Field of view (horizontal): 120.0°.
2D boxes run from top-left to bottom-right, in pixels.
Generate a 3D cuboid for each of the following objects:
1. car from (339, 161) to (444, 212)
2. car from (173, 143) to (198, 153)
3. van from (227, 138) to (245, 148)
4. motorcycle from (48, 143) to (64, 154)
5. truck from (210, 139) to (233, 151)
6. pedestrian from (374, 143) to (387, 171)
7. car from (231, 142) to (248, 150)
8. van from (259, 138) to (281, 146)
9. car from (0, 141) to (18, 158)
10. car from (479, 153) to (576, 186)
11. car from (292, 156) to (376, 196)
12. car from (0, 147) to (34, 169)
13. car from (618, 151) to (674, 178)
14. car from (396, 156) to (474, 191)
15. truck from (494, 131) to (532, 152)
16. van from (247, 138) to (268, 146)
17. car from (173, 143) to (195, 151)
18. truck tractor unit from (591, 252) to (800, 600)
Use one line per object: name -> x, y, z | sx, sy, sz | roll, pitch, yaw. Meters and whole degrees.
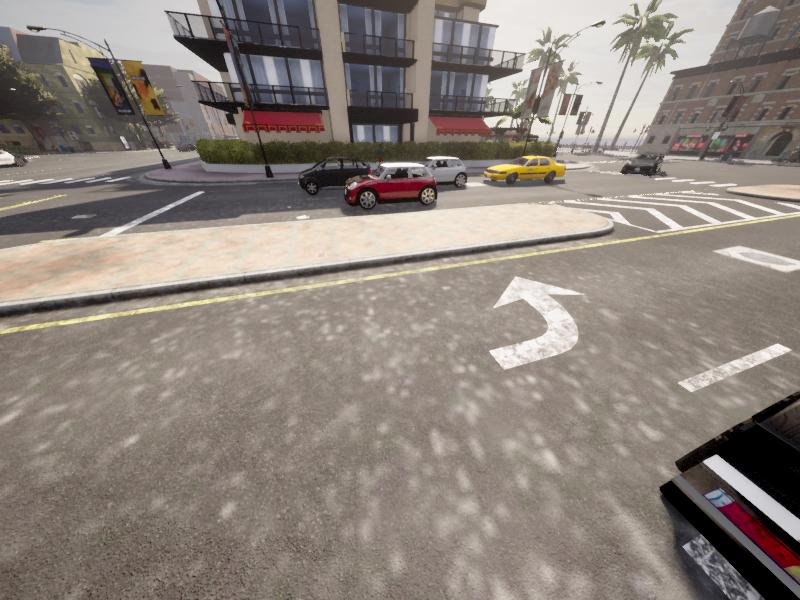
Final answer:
car -> -0.414, -4.821, 9.629 | 3.806, 1.475, 1.970 | -10, 36, -14
car -> -42.304, -30.189, 45.746 | 1.837, 1.490, 4.892 | -10, 36, -15
van -> -46.445, -44.593, 65.590 | 2.351, 2.431, 6.366 | -10, 36, -15
motorcycle -> -57.957, -25.514, 38.886 | 2.356, 1.277, 0.764 | 28, 53, 34
truck -> -42.175, -36.788, 54.700 | 2.390, 2.098, 6.274 | -10, 36, -15
pedestrian -> -1.542, -11.350, 18.354 | 0.751, 1.860, 0.751 | -10, 36, -15
car -> -39.149, -37.748, 56.501 | 2.033, 1.649, 4.856 | -10, 36, -15
van -> -46.624, -56.927, 83.306 | 2.351, 2.431, 6.366 | 17, 38, 22
car -> -55.520, -20.171, 30.922 | 3.866, 1.878, 1.905 | -8, 36, -12
car -> 8.068, -8.448, 14.808 | 5.366, 1.575, 1.801 | -10, 36, -14
car -> -3.305, -6.441, 11.868 | 3.705, 1.549, 1.789 | -10, 36, -14
car -> -35.990, -12.226, 19.965 | 2.038, 1.542, 4.974 | -11, 36, -15
car -> 19.843, -11.018, 18.631 | 4.514, 1.525, 2.007 | -25, 42, -32
car -> 1.880, -7.318, 13.232 | 3.806, 1.475, 1.970 | -10, 36, -14
truck -> 26.690, -37.855, 55.220 | 2.891, 3.827, 8.468 | -10, 36, -14
van -> -50.789, -56.355, 82.454 | 2.351, 2.431, 6.366 | 9, 36, 13
car -> -48.314, -34.370, 51.759 | 1.812, 1.442, 4.674 | -10, 36, -15
truck tractor unit -> 5.283, -0.073, 0.453 | 6.516, 4.208, 3.053 | -10, 36, -14
